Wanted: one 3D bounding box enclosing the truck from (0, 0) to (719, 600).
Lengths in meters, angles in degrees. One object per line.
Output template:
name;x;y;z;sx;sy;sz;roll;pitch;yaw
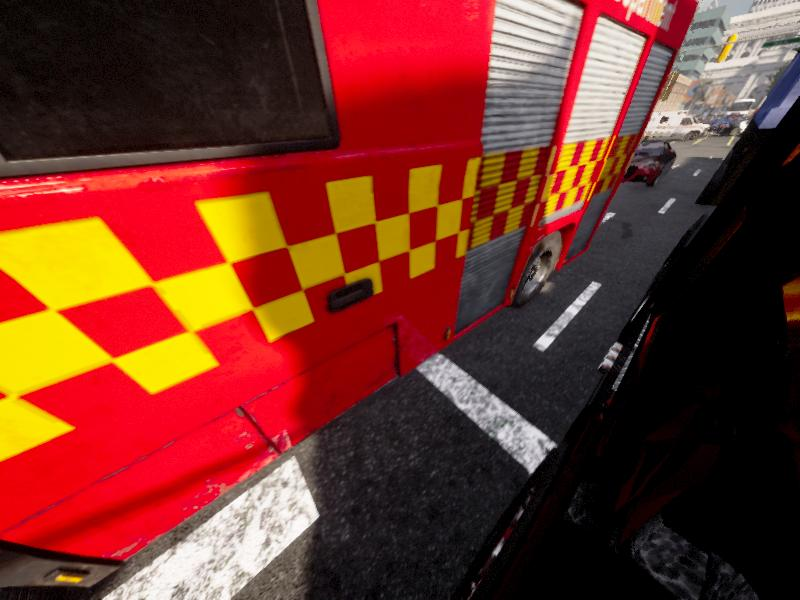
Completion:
truck;-0.956;-1.122;2.046;8.468;3.827;2.891;-26;43;-28

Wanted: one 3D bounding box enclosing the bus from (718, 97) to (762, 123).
bus;79.264;-44.163;53.923;10.273;4.253;3.944;-28;44;-30

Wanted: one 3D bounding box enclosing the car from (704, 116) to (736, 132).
car;44.368;-24.370;32.042;5.008;1.535;1.882;-29;44;-29

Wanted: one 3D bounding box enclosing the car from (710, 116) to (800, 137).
car;36.592;-17.847;23.833;4.974;1.542;2.038;14;40;22

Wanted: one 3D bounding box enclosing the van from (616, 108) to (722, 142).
van;26.739;-17.563;23.368;2.351;2.431;6.366;-29;44;-30

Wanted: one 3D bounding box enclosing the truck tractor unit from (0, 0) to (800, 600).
truck tractor unit;2.645;-0.295;0.351;6.516;4.208;3.053;-28;44;-30

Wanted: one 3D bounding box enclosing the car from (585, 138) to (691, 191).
car;9.936;-5.795;9.625;4.181;1.385;1.994;-28;44;-30

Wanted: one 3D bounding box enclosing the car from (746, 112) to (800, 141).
car;33.387;-14.527;19.303;1.932;1.855;4.605;1;36;6

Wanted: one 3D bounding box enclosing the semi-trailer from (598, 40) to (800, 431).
semi-trailer;8.683;-3.618;4.239;14.254;4.402;2.717;-28;44;-30

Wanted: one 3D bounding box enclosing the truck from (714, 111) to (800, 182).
truck;16.431;-6.834;9.994;6.274;2.098;2.390;-28;43;-30
